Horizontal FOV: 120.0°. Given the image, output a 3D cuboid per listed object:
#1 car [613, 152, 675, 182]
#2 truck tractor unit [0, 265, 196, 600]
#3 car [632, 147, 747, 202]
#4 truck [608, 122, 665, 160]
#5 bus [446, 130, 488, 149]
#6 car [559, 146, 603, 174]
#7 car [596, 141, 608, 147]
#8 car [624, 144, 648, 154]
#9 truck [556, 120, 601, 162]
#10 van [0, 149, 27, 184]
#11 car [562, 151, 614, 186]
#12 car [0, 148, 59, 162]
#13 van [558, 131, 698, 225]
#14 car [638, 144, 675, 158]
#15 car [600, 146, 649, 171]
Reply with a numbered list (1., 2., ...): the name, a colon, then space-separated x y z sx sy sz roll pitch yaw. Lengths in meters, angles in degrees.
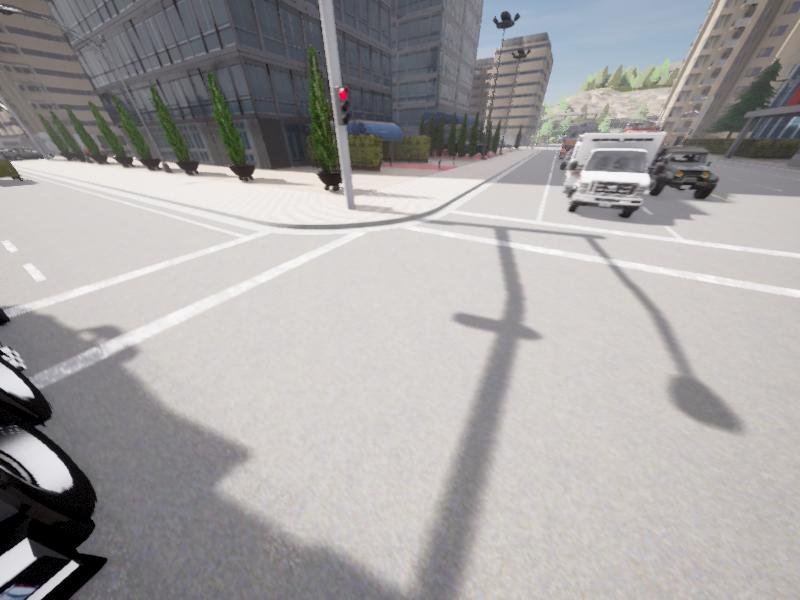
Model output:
1. car: 16.755 -9.393 16.150 1.994 1.385 4.181 19 39 25
2. truck tractor unit: -5.110 -0.301 0.787 6.516 4.208 3.053 18 38 24
3. car: 13.345 -6.178 11.104 1.905 1.878 3.866 18 39 24
4. truck: 32.230 -22.022 32.003 2.891 3.827 8.468 18 39 24
5. bus: 19.176 -46.328 66.698 10.273 4.253 3.944 18 39 25
6. car: 15.233 -12.041 19.706 2.242 1.667 4.611 18 39 24
7. car: 65.106 -50.237 74.358 2.033 1.411 5.357 18 39 24
8. car: 42.628 -27.479 41.898 1.994 1.385 4.181 18 39 24
9. truck: 22.349 -19.966 29.140 2.891 3.827 8.468 20 40 26
10. van: -28.150 -9.150 15.698 4.442 1.987 1.775 18 39 24
11. car: 11.983 -8.700 15.052 1.882 1.535 5.008 18 39 24
12. car: -52.520 -20.491 32.561 2.007 1.525 4.514 6 36 10
13. van: 8.255 -5.293 9.412 2.351 2.431 6.366 18 39 24
14. car: 36.506 -21.345 33.014 2.128 1.511 4.902 18 39 24
15. car: 20.189 -12.994 21.054 1.930 1.638 5.238 18 39 24
